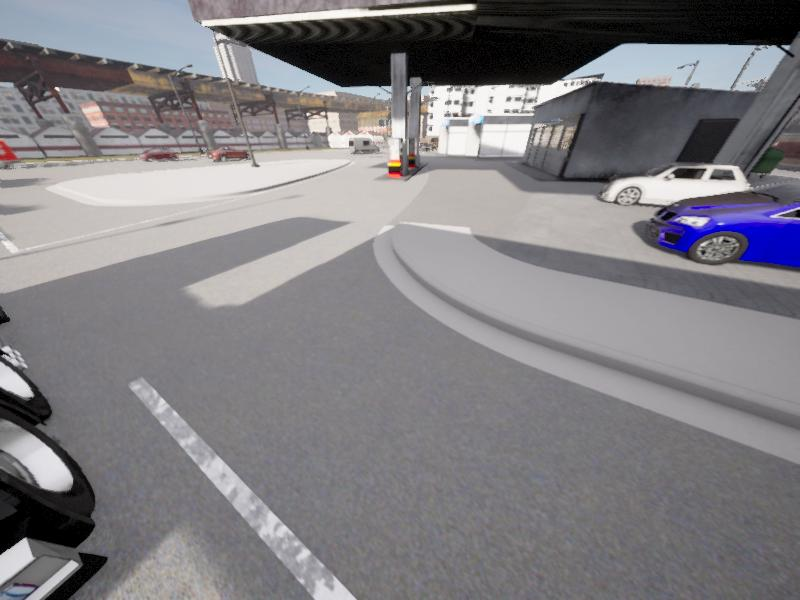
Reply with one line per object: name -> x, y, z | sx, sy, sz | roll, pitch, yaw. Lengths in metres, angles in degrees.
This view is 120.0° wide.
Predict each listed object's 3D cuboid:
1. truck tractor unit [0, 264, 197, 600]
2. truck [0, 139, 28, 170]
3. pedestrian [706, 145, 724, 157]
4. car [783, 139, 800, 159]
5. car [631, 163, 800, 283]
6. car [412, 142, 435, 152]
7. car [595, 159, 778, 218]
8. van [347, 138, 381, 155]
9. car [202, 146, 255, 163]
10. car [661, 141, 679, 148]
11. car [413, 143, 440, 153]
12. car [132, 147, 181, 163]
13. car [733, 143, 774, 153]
truck tractor unit -> -5.113, -0.297, 0.787 | 6.516, 4.208, 3.053 | 18, 39, 24
truck -> -40.806, -13.650, 21.807 | 2.627, 2.467, 5.204 | 18, 39, 24
pedestrian -> 41.306, -19.583, 30.334 | 0.751, 1.300, 0.751 | 20, 40, 26
car -> 51.240, -18.298, 28.050 | 2.150, 2.045, 5.566 | 16, 38, 22
car -> 8.035, -1.472, 4.382 | 4.611, 1.667, 2.242 | 18, 39, 25
car -> 5.178, -33.938, 51.144 | 4.553, 1.767, 2.097 | -8, 36, -11
car -> 10.248, -4.409, 8.864 | 3.806, 1.475, 1.970 | 18, 39, 25
van -> -6.590, -28.881, 43.328 | 5.915, 2.561, 1.988 | -27, 42, -33
car -> -22.542, -19.396, 30.645 | 2.152, 1.651, 5.027 | 18, 39, 25
car -> 76.911, -44.438, 65.827 | 1.801, 1.575, 5.366 | 19, 39, 25
car -> 5.536, -31.967, 48.443 | 5.238, 1.638, 1.930 | -8, 35, -11
car -> -31.242, -18.714, 29.806 | 1.789, 1.549, 3.705 | 18, 38, 25
car -> 65.894, -28.492, 43.133 | 1.970, 1.475, 3.806 | -21, 40, -27
